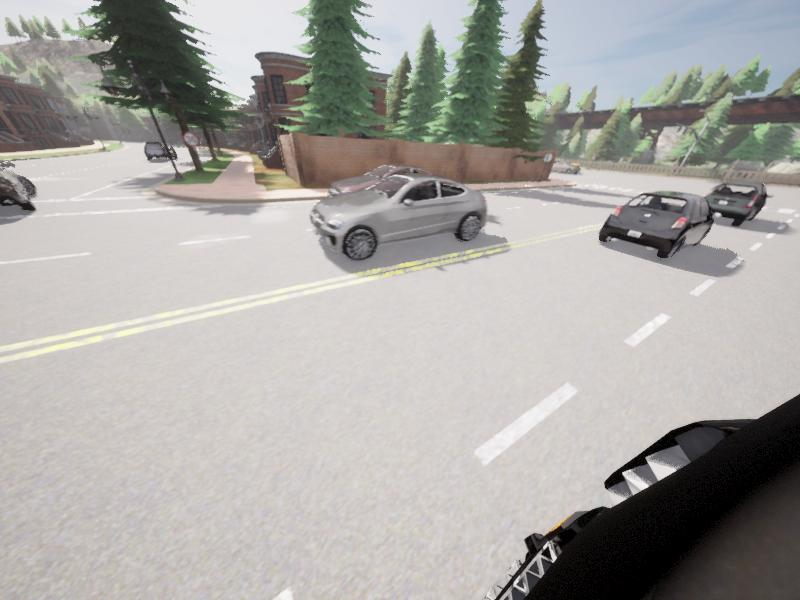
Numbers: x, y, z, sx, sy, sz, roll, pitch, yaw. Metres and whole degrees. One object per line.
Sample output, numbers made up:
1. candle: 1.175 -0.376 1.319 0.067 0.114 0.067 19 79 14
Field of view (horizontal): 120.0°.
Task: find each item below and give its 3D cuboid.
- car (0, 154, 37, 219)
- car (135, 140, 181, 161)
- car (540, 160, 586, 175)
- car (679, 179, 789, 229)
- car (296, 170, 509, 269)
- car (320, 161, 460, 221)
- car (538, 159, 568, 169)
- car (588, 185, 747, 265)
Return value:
1. car: -13.549 -3.705 7.172 4.892 1.490 1.837 25 43 29
2. car: -25.452 -15.896 24.556 2.033 1.649 4.856 -15 37 -25
3. car: 24.672 -20.269 35.206 2.152 1.651 5.027 -16 38 -26
4. car: 15.399 -4.578 10.692 3.988 1.617 1.851 -16 38 -26
5. car: 0.187 -2.504 6.335 5.027 1.651 2.152 -16 38 -26
6. car: -0.314 -4.589 9.459 5.027 1.651 2.152 -16 38 -26
7. car: 31.928 -28.469 48.331 1.837 1.490 4.892 -16 38 -26
8. car: 7.888 -2.421 6.898 3.633 1.501 1.845 -16 38 -26
